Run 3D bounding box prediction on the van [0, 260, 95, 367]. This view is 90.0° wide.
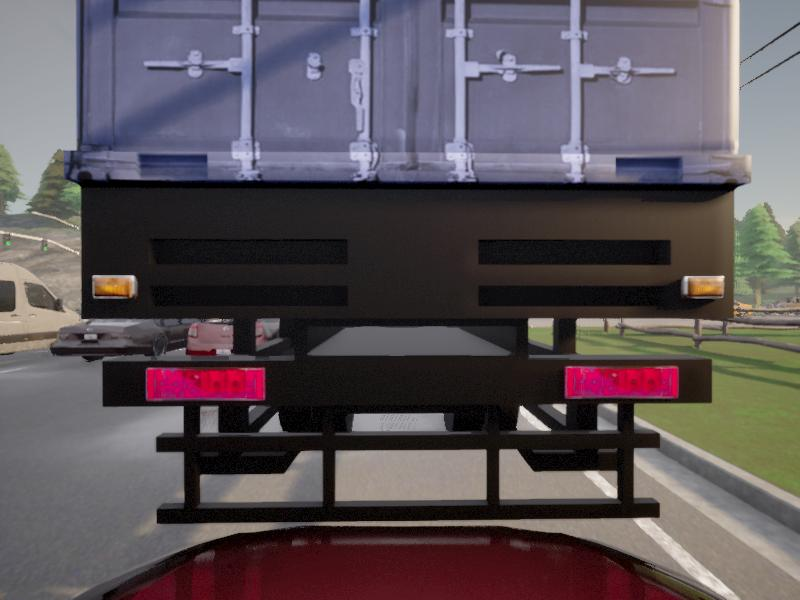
[{"bbox_3d":[-10.578,0.323,9.654,1.988,2.561,5.915,0,0,-1],"label":"van"}]

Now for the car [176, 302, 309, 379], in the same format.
[{"bbox_3d":[-3.536,0.814,9.758,1.845,1.501,3.633,0,0,0],"label":"car"}]

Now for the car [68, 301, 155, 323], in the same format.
[{"bbox_3d":[-21.517,0.861,30.089,4.902,1.511,2.128,0,0,-13],"label":"car"}]

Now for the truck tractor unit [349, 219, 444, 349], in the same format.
[{"bbox_3d":[-0.501,-0.541,16.425,3.053,4.208,6.516,0,0,-8],"label":"truck tractor unit"}]

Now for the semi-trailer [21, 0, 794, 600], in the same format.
[{"bbox_3d":[-0.099,-0.639,8.534,2.717,4.402,14.254,0,0,-1],"label":"semi-trailer"}]

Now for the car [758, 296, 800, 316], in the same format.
[{"bbox_3d":[36.856,0.560,37.568,4.605,1.855,1.932,0,0,1],"label":"car"}]

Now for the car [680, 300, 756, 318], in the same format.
[{"bbox_3d":[27.107,0.750,34.203,5.008,1.535,1.882,0,0,1],"label":"car"}]

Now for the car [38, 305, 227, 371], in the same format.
[{"bbox_3d":[-7.133,0.889,11.639,2.033,1.411,5.357,0,0,-2],"label":"car"}]

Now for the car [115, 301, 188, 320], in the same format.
[{"bbox_3d":[-20.903,0.869,33.836,4.892,1.490,1.837,0,0,-13],"label":"car"}]
